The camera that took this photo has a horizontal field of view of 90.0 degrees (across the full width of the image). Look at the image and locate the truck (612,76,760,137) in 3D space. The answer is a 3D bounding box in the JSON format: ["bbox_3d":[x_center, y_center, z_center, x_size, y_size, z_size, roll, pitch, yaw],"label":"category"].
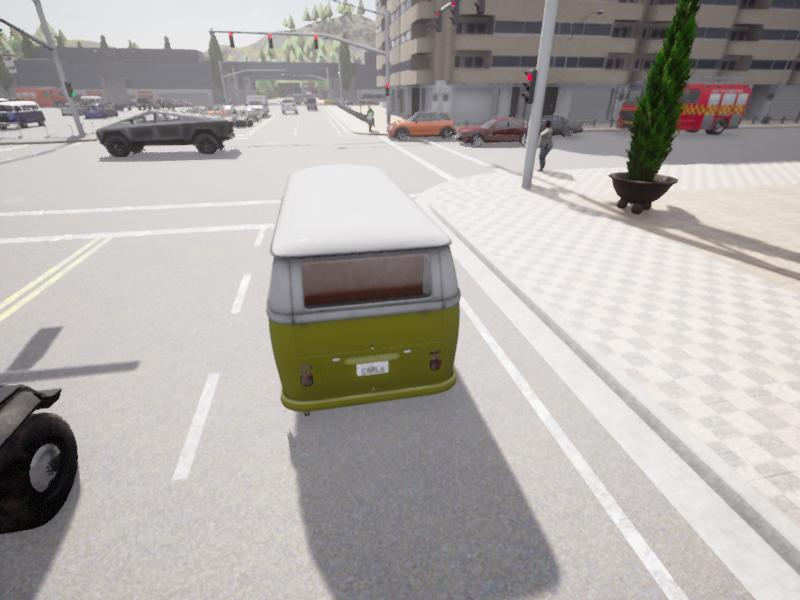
[{"bbox_3d":[20.913,-14.346,29.633,8.468,3.827,2.891,-5,28,-10],"label":"truck"}]

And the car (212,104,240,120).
[{"bbox_3d":[-21.409,-23.313,49.509,2.163,1.488,4.792,-5,28,-10],"label":"car"}]

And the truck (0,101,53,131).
[{"bbox_3d":[-32.343,-15.694,33.970,2.069,2.038,4.478,-5,28,-10],"label":"truck"}]

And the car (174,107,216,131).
[{"bbox_3d":[-18.345,-16.356,36.031,2.033,1.649,4.856,-5,28,-10],"label":"car"}]

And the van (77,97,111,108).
[{"bbox_3d":[-61.568,-39.813,80.555,4.480,2.038,2.069,-5,28,-9],"label":"van"}]

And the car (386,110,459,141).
[{"bbox_3d":[1.438,-11.836,27.055,4.553,1.767,2.097,-3,28,-5],"label":"car"}]

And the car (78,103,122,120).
[{"bbox_3d":[-35.286,-22.289,47.171,2.242,1.667,4.611,-5,28,-10],"label":"car"}]

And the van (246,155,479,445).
[{"bbox_3d":[-0.681,-0.590,5.435,1.775,1.987,4.442,-5,28,-10],"label":"van"}]

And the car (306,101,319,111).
[{"bbox_3d":[-14.717,-32.573,67.132,1.845,1.501,3.633,-5,28,-10],"label":"car"}]

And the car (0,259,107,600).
[{"bbox_3d":[-3.360,1.493,1.553,1.905,1.878,3.866,-5,28,-10],"label":"car"}]

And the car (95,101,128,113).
[{"bbox_3d":[-44.212,-29.649,61.414,2.033,1.415,5.357,-5,28,-10],"label":"car"}]

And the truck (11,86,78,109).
[{"bbox_3d":[-67.365,-38.498,76.105,8.468,3.827,2.891,-5,28,-9],"label":"truck"}]

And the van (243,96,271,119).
[{"bbox_3d":[-18.384,-24.980,51.676,2.351,2.431,6.366,-5,28,-10],"label":"van"}]

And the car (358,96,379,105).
[{"bbox_3d":[-7.577,-47.916,96.162,4.605,1.855,1.932,-5,28,-10],"label":"car"}]

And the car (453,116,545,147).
[{"bbox_3d":[5.942,-10.272,24.325,5.008,1.535,1.882,-6,28,-11],"label":"car"}]

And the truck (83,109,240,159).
[{"bbox_3d":[-11.980,-8.689,20.766,6.274,2.098,2.390,-6,28,-11],"label":"truck"}]

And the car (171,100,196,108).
[{"bbox_3d":[-43.410,-39.352,80.341,3.806,1.475,1.970,-5,28,-10],"label":"car"}]

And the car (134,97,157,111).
[{"bbox_3d":[-42.801,-33.026,67.374,1.905,1.878,3.866,-5,28,-10],"label":"car"}]

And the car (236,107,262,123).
[{"bbox_3d":[-16.648,-20.538,44.311,1.994,1.385,4.181,-5,28,-10],"label":"car"}]

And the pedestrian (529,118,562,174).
[{"bbox_3d":[5.417,-5.778,14.992,0.751,1.860,0.751,4,28,7],"label":"pedestrian"}]

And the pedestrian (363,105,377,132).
[{"bbox_3d":[-2.312,-13.960,30.777,0.751,1.860,0.751,-17,32,-29],"label":"pedestrian"}]

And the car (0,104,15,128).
[{"bbox_3d":[-35.169,-15.316,33.455,1.932,1.855,4.605,-5,28,-10],"label":"car"}]

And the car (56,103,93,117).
[{"bbox_3d":[-42.057,-24.638,51.832,1.970,1.475,3.806,-5,28,-10],"label":"car"}]

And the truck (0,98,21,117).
[{"bbox_3d":[-50.565,-24.134,50.153,2.069,2.038,4.478,-5,28,-10],"label":"truck"}]

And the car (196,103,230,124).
[{"bbox_3d":[-19.895,-19.982,42.793,2.097,1.767,4.553,-5,28,-10],"label":"car"}]

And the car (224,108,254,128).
[{"bbox_3d":[-15.224,-17.324,38.039,1.970,1.475,3.806,-5,28,-10],"label":"car"}]

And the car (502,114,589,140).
[{"bbox_3d":[10.218,-12.283,28.324,5.357,1.411,2.033,-5,28,-10],"label":"car"}]

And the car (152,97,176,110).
[{"bbox_3d":[-39.952,-33.266,67.824,1.932,1.855,4.605,-5,28,-10],"label":"car"}]

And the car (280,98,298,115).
[{"bbox_3d":[-16.545,-28.975,59.739,2.150,2.045,5.566,-5,28,-10],"label":"car"}]
